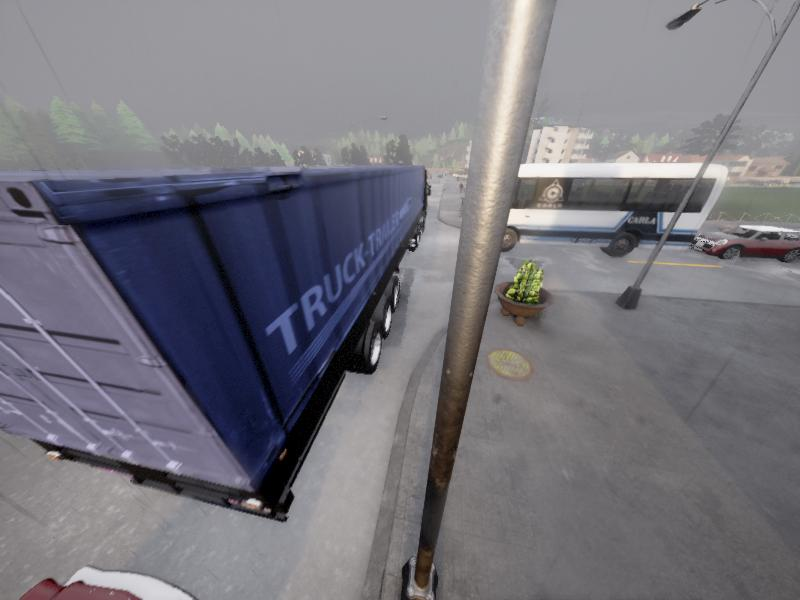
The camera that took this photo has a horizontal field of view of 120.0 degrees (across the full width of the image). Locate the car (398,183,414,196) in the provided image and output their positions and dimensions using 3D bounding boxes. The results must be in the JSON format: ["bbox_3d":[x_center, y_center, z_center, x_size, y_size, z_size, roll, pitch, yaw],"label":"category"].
[{"bbox_3d":[1.083,-18.878,39.384,2.007,1.525,4.514,5,30,9],"label":"car"}]

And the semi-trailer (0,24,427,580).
[{"bbox_3d":[-1.124,-2.331,7.828,2.717,4.402,14.254,5,30,9],"label":"semi-trailer"}]

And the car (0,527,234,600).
[{"bbox_3d":[-2.830,3.850,0.249,1.895,1.301,4.718,5,30,9],"label":"car"}]

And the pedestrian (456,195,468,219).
[{"bbox_3d":[5.420,-8.139,20.176,0.751,1.860,0.751,9,31,14],"label":"pedestrian"}]

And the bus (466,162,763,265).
[{"bbox_3d":[9.322,-4.873,12.401,10.273,4.253,3.944,5,30,8],"label":"bus"}]

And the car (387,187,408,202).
[{"bbox_3d":[-0.263,-14.968,32.743,2.033,1.411,5.357,5,30,9],"label":"car"}]

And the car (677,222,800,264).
[{"bbox_3d":[17.843,-3.017,11.960,3.806,1.475,1.970,5,30,8],"label":"car"}]

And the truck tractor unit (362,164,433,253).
[{"bbox_3d":[0.244,-6.147,14.628,3.053,4.208,6.516,5,31,9],"label":"truck tractor unit"}]

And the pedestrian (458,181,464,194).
[{"bbox_3d":[10.261,-18.911,38.850,0.751,1.860,0.751,5,30,9],"label":"pedestrian"}]
